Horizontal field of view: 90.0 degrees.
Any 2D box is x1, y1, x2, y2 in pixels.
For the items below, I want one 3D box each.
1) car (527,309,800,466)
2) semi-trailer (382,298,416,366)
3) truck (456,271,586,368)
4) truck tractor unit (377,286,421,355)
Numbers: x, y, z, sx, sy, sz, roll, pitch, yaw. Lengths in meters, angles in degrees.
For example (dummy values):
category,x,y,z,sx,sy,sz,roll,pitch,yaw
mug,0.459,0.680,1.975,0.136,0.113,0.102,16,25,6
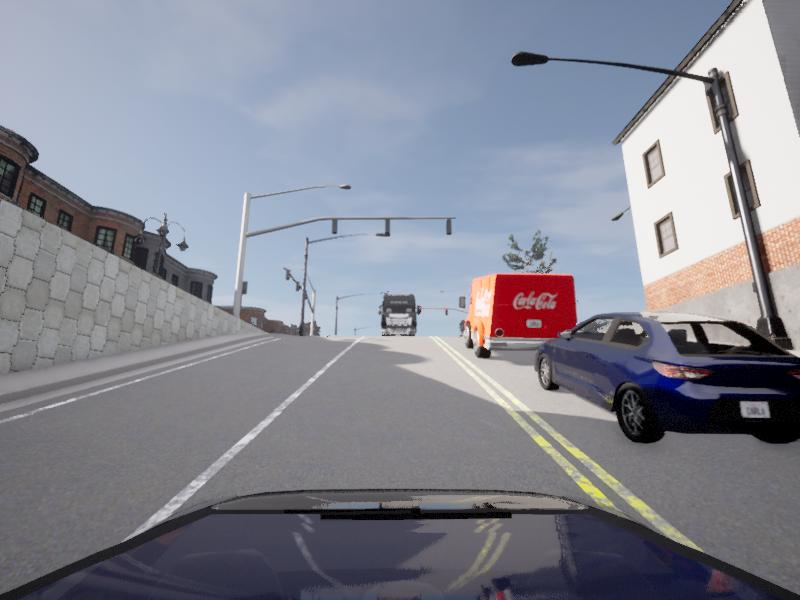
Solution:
category,x,y,z,sx,sy,sz,roll,pitch,yaw
car,3.488,0.904,5.996,1.816,1.474,4.193,1,-1,0
semi-trailer,-0.101,3.685,39.113,2.717,4.402,14.254,0,-14,0
truck,3.513,0.530,13.001,2.627,2.467,5.204,1,0,0
truck tractor unit,-0.077,1.870,31.410,3.053,4.208,6.516,0,-14,0
